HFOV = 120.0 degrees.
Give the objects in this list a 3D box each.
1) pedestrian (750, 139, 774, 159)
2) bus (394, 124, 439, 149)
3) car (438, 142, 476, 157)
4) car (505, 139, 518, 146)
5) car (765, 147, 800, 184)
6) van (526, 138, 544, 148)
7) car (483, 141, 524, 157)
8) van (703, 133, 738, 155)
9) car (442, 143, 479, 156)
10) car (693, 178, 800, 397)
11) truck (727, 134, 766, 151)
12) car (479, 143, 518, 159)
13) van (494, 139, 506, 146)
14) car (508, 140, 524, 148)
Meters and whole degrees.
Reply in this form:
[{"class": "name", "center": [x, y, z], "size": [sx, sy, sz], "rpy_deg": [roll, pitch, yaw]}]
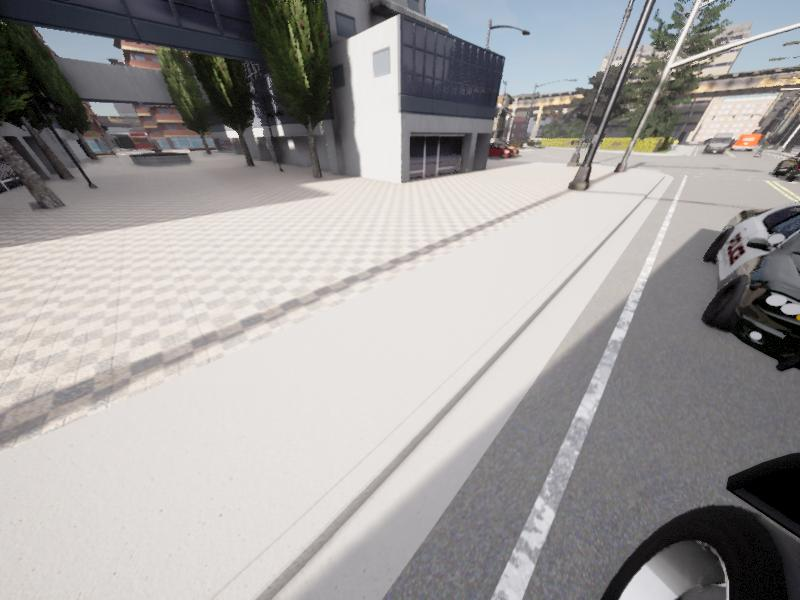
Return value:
[{"class": "pedestrian", "center": [42.591, -17.779, 27.198], "size": [0.751, 1.860, 0.751], "rpy_deg": [-25, 42, -31]}, {"class": "bus", "center": [3.508, -37.714, 53.166], "size": [3.944, 4.253, 10.273], "rpy_deg": [-29, 46, -34]}, {"class": "car", "center": [8.196, -21.922, 33.623], "size": [2.033, 1.649, 4.856], "rpy_deg": [-29, 44, -34]}, {"class": "car", "center": [34.955, -49.323, 72.355], "size": [1.932, 1.855, 4.605], "rpy_deg": [0, 35, 1]}, {"class": "car", "center": [24.956, -8.136, 13.876], "size": [2.033, 1.649, 4.856], "rpy_deg": [28, 44, 34]}, {"class": "van", "center": [34.594, -40.356, 59.410], "size": [2.069, 2.038, 4.480], "rpy_deg": [0, 35, 1]}, {"class": "car", "center": [14.390, -21.232, 32.454], "size": [2.097, 1.767, 4.553], "rpy_deg": [-28, 44, -34]}, {"class": "van", "center": [47.792, -23.433, 34.632], "size": [5.915, 2.561, 1.988], "rpy_deg": [-29, 44, -34]}, {"class": "car", "center": [9.559, -23.985, 36.722], "size": [2.033, 1.411, 5.357], "rpy_deg": [-28, 44, -33]}, {"class": "car", "center": [6.213, -0.489, 3.236], "size": [4.974, 1.542, 2.038], "rpy_deg": [-28, 43, -34]}, {"class": "truck", "center": [61.333, -27.992, 41.040], "size": [5.204, 2.467, 2.627], "rpy_deg": [-28, 44, -34]}, {"class": "car", "center": [12.596, -19.283, 29.865], "size": [1.851, 1.617, 3.988], "rpy_deg": [-29, 44, -34]}, {"class": "van", "center": [31.466, -49.649, 72.765], "size": [1.775, 1.987, 4.442], "rpy_deg": [0, 35, 1]}, {"class": "car", "center": [31.167, -41.946, 62.151], "size": [1.801, 1.575, 5.366], "rpy_deg": [0, 35, 1]}]
